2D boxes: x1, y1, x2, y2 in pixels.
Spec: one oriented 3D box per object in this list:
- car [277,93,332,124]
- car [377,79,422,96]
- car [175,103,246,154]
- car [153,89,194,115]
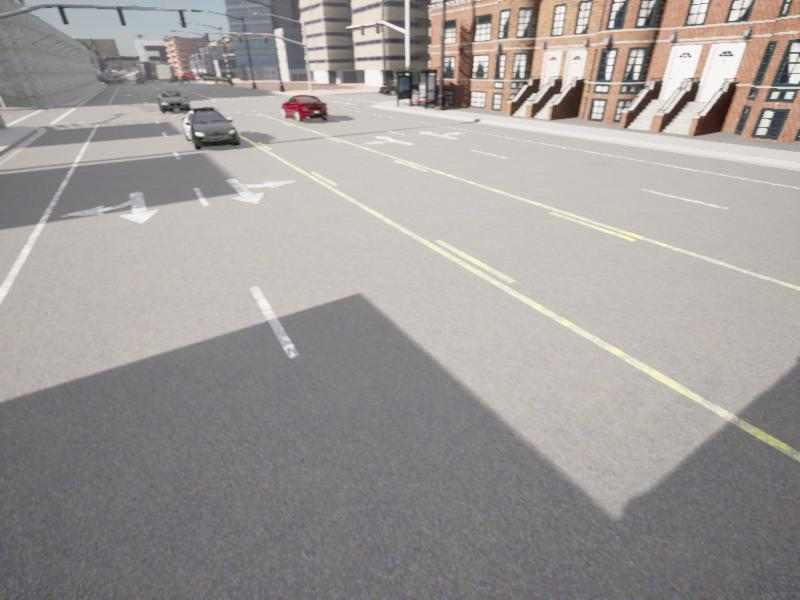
[{"bbox_3d":[-6.528,-13.016,27.006,1.882,1.535,5.008,-18,34,-26],"label":"car"},{"bbox_3d":[-0.045,-25.831,48.627,5.238,1.638,1.930,-17,34,-26],"label":"car"},{"bbox_3d":[-8.968,-8.133,18.730,2.038,1.542,4.974,-17,34,-26],"label":"car"},{"bbox_3d":[-18.960,-16.584,33.387,2.242,1.667,4.611,-17,34,-26],"label":"car"}]
